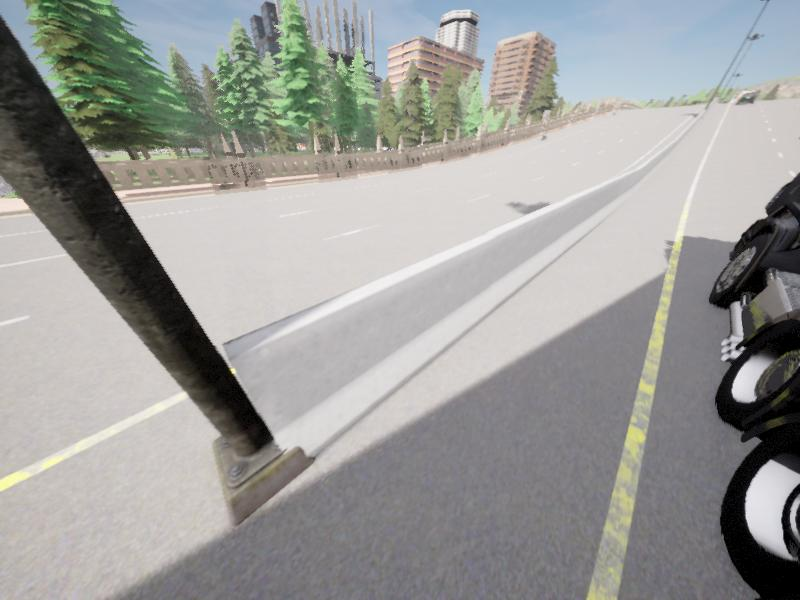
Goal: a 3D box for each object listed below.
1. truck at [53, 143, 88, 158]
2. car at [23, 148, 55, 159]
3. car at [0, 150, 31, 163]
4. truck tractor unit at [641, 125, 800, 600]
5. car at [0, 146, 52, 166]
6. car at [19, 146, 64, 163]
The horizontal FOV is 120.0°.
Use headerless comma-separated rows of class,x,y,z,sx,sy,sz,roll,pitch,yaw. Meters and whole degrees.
truck,-67.571,-30.860,47.529,2.627,2.467,5.204,-26,42,-33
car,-67.218,-27.290,43.066,1.801,1.575,5.366,-26,42,-33
car,-58.429,-21.677,34.808,1.789,1.549,3.705,-26,42,-33
truck tractor unit,4.853,-0.498,1.076,6.516,4.208,3.053,-28,43,-34
car,-49.424,-19.122,30.584,2.150,2.045,5.566,-27,42,-33
car,-54.253,-22.195,35.120,2.150,2.045,5.566,-26,42,-33
